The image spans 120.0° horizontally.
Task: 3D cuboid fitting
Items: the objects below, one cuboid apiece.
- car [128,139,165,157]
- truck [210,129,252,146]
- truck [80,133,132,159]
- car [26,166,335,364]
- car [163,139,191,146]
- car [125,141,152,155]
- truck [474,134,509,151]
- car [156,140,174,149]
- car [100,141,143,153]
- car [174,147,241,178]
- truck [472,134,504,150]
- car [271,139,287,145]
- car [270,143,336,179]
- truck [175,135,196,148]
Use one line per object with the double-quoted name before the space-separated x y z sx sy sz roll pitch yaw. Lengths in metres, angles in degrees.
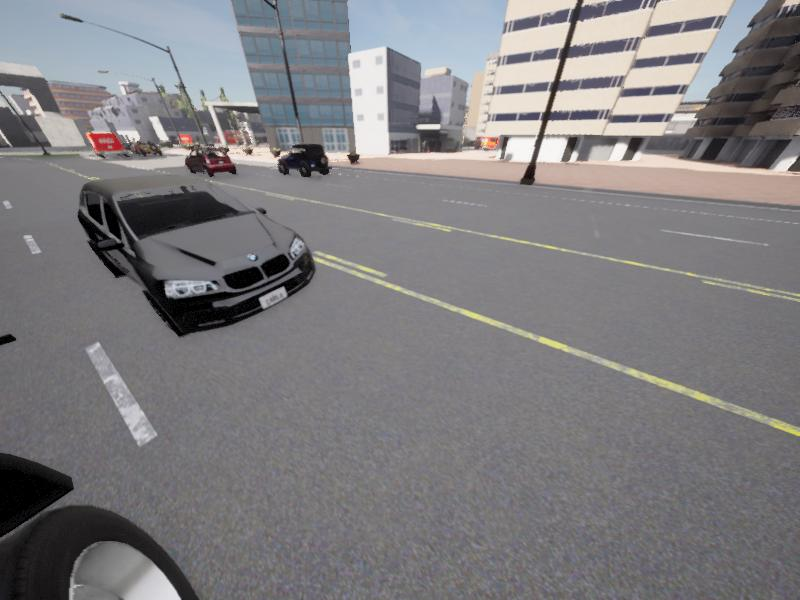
"car" -33.571 -20.187 30.617 4.605 1.855 1.932 24 42 29
"truck" -48.816 -47.207 67.139 2.891 3.827 8.468 26 43 32
"truck" -36.348 -19.128 28.570 5.204 2.467 2.627 24 42 30
"car" -3.750 -1.184 4.108 4.611 1.667 2.242 21 40 26
"car" -58.895 -41.647 61.165 4.892 1.490 1.837 -10 36 -14
"car" -38.682 -22.523 34.167 3.705 1.549 1.789 28 43 33
"truck" 26.915 -46.578 68.337 8.468 3.827 2.891 20 40 25
"car" -50.927 -33.908 50.197 1.789 1.549 3.705 -19 39 -25
"car" -47.135 -26.085 39.320 2.152 1.651 5.027 -8 36 -12
"car" -13.374 -9.659 16.103 3.988 1.617 1.851 21 40 26
"truck" 28.218 -50.886 74.396 8.468 3.827 2.891 21 40 25
"car" -39.156 -51.072 74.724 1.851 1.617 3.988 20 40 26
"car" -6.600 -9.595 15.832 3.866 1.878 1.905 21 40 26
"truck" -49.732 -36.831 53.575 2.627 2.467 5.204 -26 43 -32
